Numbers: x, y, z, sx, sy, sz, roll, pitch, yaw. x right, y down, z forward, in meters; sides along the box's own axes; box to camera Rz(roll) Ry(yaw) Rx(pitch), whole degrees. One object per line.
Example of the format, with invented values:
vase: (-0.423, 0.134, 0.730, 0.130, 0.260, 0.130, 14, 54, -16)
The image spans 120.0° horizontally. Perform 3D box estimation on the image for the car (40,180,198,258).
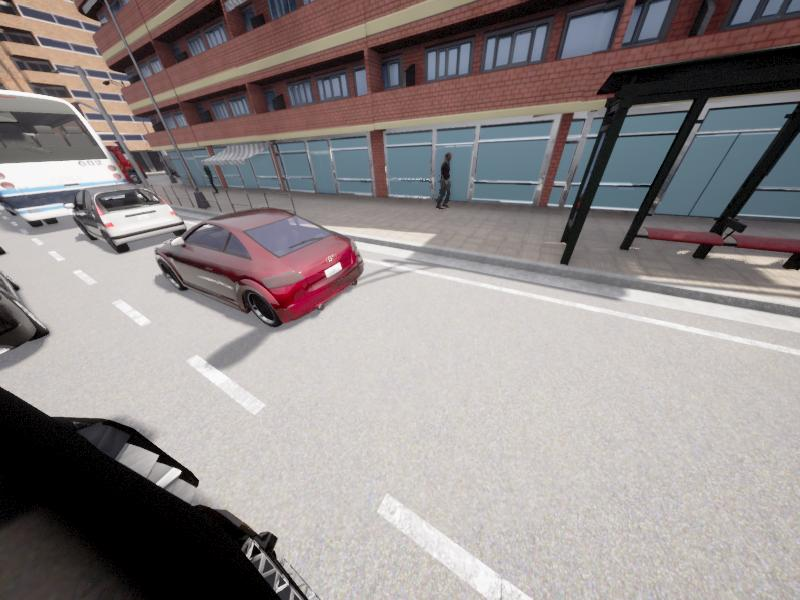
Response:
car: (-8.838, -2.758, 7.333, 3.988, 1.617, 1.851, 16, 38, 26)

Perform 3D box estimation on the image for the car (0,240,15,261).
car: (-13.675, -1.922, 6.391, 4.611, 1.667, 2.242, 16, 38, 26)

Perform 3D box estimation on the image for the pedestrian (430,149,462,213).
pedestrian: (1.574, -4.123, 8.033, 0.751, 1.860, 0.751, 15, 38, 25)

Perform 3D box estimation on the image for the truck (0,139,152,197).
truck: (-29.492, -12.704, 21.907, 2.891, 3.827, 8.468, -6, 34, -5)

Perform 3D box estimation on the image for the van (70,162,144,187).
van: (-32.432, -14.019, 25.779, 1.775, 1.987, 4.442, 16, 38, 26)

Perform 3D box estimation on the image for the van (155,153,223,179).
van: (-28.275, -18.249, 31.325, 1.988, 2.561, 5.915, 16, 38, 26)

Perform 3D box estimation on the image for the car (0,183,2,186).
car: (-60.170, -17.363, 33.290, 4.856, 1.649, 2.033, 16, 38, 26)

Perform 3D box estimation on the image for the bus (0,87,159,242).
bus: (-16.819, -6.033, 10.492, 10.273, 4.253, 3.944, 16, 38, 26)

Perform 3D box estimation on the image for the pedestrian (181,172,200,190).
pedestrian: (-15.484, -8.778, 17.085, 0.500, 1.100, 0.500, 19, 39, 29)

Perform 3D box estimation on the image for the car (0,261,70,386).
car: (-7.291, -0.093, 3.168, 5.238, 1.638, 1.930, 16, 38, 26)

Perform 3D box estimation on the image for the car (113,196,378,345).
car: (-2.783, -0.950, 4.357, 4.181, 1.385, 1.994, 15, 37, 25)

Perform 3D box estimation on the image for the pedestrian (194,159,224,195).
pedestrian: (-11.824, -7.629, 14.352, 0.751, 1.860, 0.751, -24, 39, -28)
